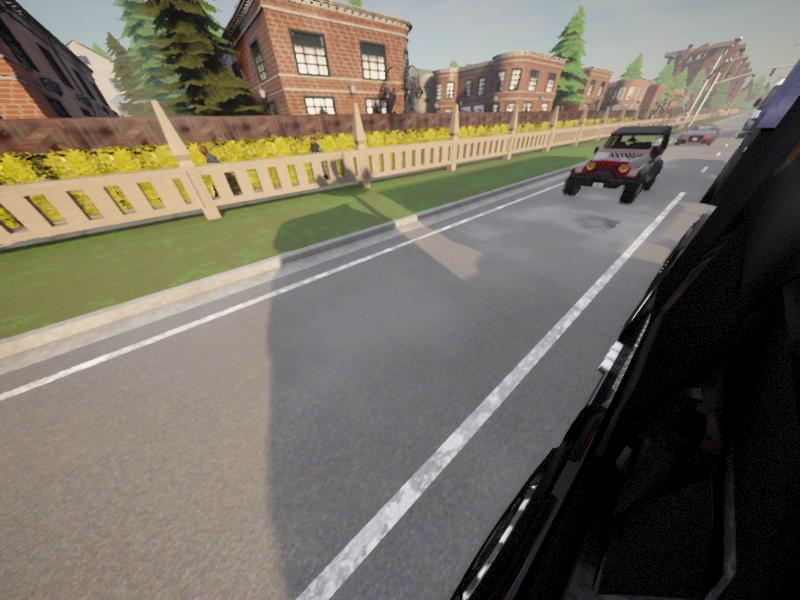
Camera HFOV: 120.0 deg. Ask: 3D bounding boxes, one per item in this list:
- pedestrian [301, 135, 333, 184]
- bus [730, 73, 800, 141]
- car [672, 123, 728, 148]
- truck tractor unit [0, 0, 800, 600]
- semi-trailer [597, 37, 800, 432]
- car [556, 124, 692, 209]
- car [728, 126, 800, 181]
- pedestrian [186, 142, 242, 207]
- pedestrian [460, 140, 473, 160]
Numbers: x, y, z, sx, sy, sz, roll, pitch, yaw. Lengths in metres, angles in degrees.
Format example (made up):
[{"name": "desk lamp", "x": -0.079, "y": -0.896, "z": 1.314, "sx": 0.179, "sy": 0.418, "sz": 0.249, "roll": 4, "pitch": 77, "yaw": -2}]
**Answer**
[{"name": "pedestrian", "x": -3.795, "y": -6.489, "z": 10.698, "sx": 0.751, "sy": 1.860, "sz": 0.751, "roll": -27, "pitch": 43, "yaw": -28}, {"name": "bus", "x": 35.313, "y": -17.576, "z": 21.146, "sx": 10.273, "sy": 4.253, "sz": 3.944, "roll": -28, "pitch": 44, "yaw": -29}, {"name": "car", "x": 24.037, "y": -13.226, "z": 18.514, "sx": 4.181, "sy": 1.385, "sz": 1.994, "roll": -28, "pitch": 44, "yaw": -30}, {"name": "truck tractor unit", "x": 2.645, "y": -0.295, "z": 0.351, "sx": 6.516, "sy": 4.208, "sz": 3.053, "roll": -28, "pitch": 44, "yaw": -30}, {"name": "semi-trailer", "x": 8.728, "y": -3.595, "z": 4.183, "sx": 14.254, "sy": 4.402, "sz": 2.717, "roll": -28, "pitch": 44, "yaw": -29}, {"name": "car", "x": 7.420, "y": -4.605, "z": 7.715, "sx": 3.866, "sy": 1.878, "sz": 1.905, "roll": -28, "pitch": 44, "yaw": -29}, {"name": "car", "x": 16.080, "y": -6.257, "z": 9.669, "sx": 4.902, "sy": 1.511, "sz": 2.128, "roll": -28, "pitch": 42, "yaw": -30}, {"name": "pedestrian", "x": -6.430, "y": -4.374, "z": 8.060, "sx": 0.751, "sy": 1.860, "sz": 0.751, "roll": -29, "pitch": 44, "yaw": -30}, {"name": "pedestrian", "x": 4.493, "y": -10.135, "z": 15.630, "sx": 0.500, "sy": 1.100, "sz": 0.500, "roll": -24, "pitch": 42, "yaw": -26}]
